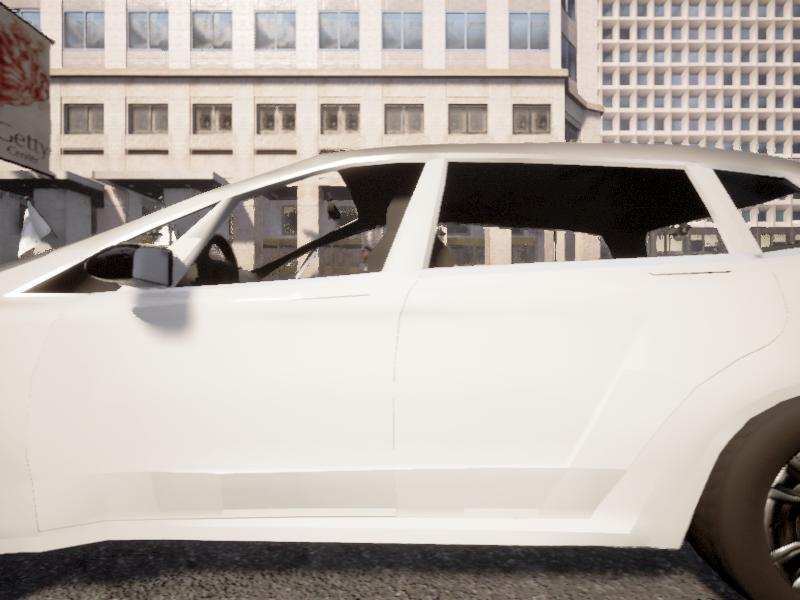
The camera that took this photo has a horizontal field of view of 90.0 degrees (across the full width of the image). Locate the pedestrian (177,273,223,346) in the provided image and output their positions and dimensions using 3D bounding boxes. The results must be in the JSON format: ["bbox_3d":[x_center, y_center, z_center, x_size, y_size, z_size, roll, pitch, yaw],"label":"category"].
[{"bbox_3d":[-3.797,0.168,7.619,0.751,1.300,0.751,0,0,-26],"label":"pedestrian"}]

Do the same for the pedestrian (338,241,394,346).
[{"bbox_3d":[-0.643,-0.115,7.575,0.751,1.860,0.751,0,0,40],"label":"pedestrian"}]

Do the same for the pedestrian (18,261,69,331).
[{"bbox_3d":[-9.877,-0.107,11.102,0.751,1.860,0.751,0,0,5],"label":"pedestrian"}]

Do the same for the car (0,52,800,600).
[{"bbox_3d":[-0.159,0.157,2.219,4.611,1.667,2.242,0,0,0],"label":"car"}]
